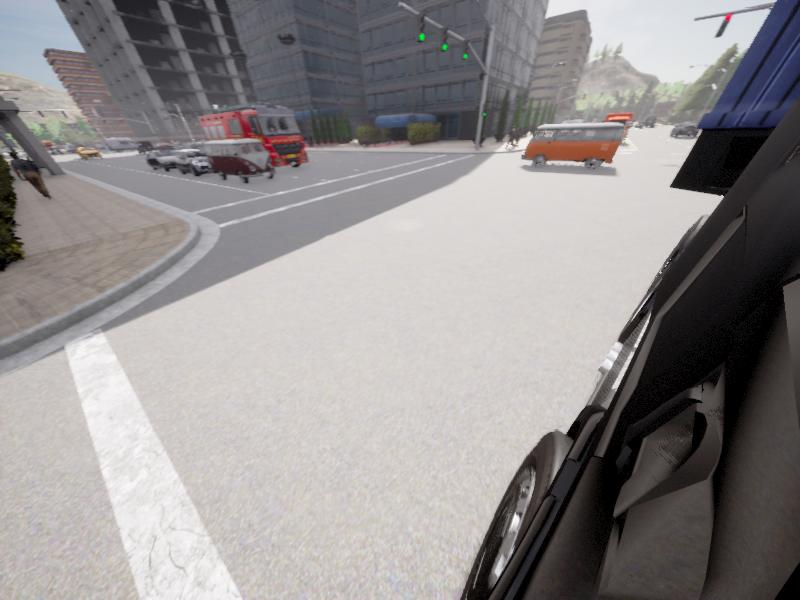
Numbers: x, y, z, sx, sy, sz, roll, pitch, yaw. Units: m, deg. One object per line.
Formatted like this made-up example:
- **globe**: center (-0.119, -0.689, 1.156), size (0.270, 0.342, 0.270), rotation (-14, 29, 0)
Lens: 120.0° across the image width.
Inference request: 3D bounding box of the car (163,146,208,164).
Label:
- **car**: center (-22.828, -15.503, 24.619), size (4.181, 1.385, 1.994), rotation (21, 43, 28)

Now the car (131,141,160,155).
- **car**: center (-44.098, -26.388, 40.033), size (3.866, 1.878, 1.905), rotation (21, 43, 28)

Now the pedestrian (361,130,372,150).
- **pedestrian**: center (-3.858, -18.289, 26.460), size (0.751, 1.860, 0.751), rotation (19, 42, 27)

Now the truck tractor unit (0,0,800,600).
- **truck tractor unit**: center (2.645, -0.295, 0.352), size (6.516, 4.208, 3.053), rotation (-28, 44, -30)

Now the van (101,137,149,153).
- **van**: center (-59.969, -33.942, 50.526), size (1.988, 2.561, 5.915), rotation (21, 43, 28)

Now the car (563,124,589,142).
- **car**: center (21.917, -20.788, 28.730), size (1.801, 1.575, 5.366), rotation (22, 43, 29)

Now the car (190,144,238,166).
- **car**: center (-17.104, -13.384, 21.300), size (3.633, 1.501, 1.845), rotation (21, 43, 28)

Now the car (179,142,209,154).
- **car**: center (-33.362, -24.665, 37.400), size (4.892, 1.490, 1.837), rotation (21, 43, 28)

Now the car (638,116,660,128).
- **car**: center (55.343, -39.668, 51.425), size (2.150, 2.045, 5.566), rotation (21, 43, 29)

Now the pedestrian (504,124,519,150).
- **pedestrian**: center (9.986, -14.613, 20.694), size (0.751, 1.860, 0.751), rotation (13, 40, 20)

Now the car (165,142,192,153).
- **car**: center (-38.862, -26.768, 40.563), size (3.806, 1.475, 1.970), rotation (21, 43, 28)

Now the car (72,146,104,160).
- **car**: center (-48.115, -22.693, 35.644), size (5.008, 1.535, 1.882), rotation (21, 43, 28)

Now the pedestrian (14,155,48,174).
- **pedestrian**: center (-30.482, -11.220, 19.135), size (0.751, 1.300, 0.751), rotation (-24, 42, -26)

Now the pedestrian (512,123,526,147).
- **pedestrian**: center (11.825, -16.387, 22.950), size (0.751, 1.860, 0.751), rotation (8, 38, 13)

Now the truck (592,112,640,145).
- **truck**: center (21.921, -17.552, 23.667), size (2.627, 2.467, 5.204), rotation (21, 43, 29)

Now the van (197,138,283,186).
- **van**: center (-9.083, -7.954, 13.172), size (4.442, 1.987, 1.775), rotation (21, 43, 28)

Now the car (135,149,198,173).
- **car**: center (-19.579, -11.731, 19.359), size (5.357, 1.411, 2.033), rotation (21, 43, 28)

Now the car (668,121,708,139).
- **car**: center (33.092, -19.704, 26.705), size (1.812, 1.442, 4.674), rotation (21, 43, 29)

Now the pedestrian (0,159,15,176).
- **pedestrian**: center (-32.750, -11.122, 18.678), size (0.751, 1.860, 0.751), rotation (20, 42, 27)

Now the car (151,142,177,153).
- **car**: center (-45.004, -29.139, 44.059), size (5.008, 1.535, 1.882), rotation (21, 43, 28)

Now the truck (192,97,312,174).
- **truck**: center (-10.916, -11.917, 17.042), size (8.468, 3.827, 2.891), rotation (21, 43, 28)

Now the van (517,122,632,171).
- **van**: center (9.343, -8.546, 12.824), size (4.442, 1.987, 1.775), rotation (21, 43, 28)

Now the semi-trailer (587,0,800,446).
- **semi-trailer**: center (9.972, -2.072, 2.092), size (14.254, 4.402, 2.717), rotation (-9, 36, -8)

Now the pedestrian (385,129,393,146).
- **pedestrian**: center (-1.476, -22.071, 31.357), size (0.751, 1.860, 0.751), rotation (17, 41, 24)

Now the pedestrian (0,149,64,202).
- **pedestrian**: center (-15.896, -5.338, 9.910), size (0.751, 1.860, 0.751), rotation (21, 43, 28)

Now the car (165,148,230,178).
- **car**: center (-14.261, -9.733, 16.294), size (3.806, 1.475, 1.970), rotation (21, 43, 28)

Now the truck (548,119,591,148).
- **truck**: center (17.366, -17.035, 23.568), size (2.390, 2.098, 6.274), rotation (22, 43, 29)
